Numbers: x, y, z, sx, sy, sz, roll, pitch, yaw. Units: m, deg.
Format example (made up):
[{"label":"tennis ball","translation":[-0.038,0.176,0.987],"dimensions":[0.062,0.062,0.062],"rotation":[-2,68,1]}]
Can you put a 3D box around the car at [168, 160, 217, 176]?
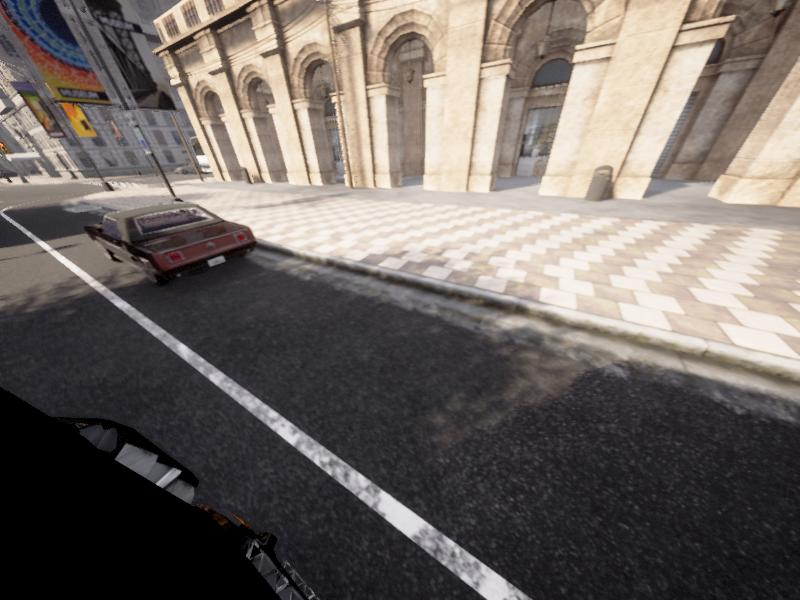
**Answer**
[{"label":"car","translation":[-31.959,-20.514,35.811],"dimensions":[2.152,1.651,5.027],"rotation":[16,38,26]}]

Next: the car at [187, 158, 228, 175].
[{"label":"car","translation":[-28.662,-20.037,34.614],"dimensions":[1.905,1.878,3.866],"rotation":[16,37,26]}]

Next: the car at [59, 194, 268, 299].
[{"label":"car","translation":[-5.765,-1.610,5.635],"dimensions":[4.718,1.301,1.895],"rotation":[16,38,26]}]

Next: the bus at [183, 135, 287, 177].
[{"label":"bus","translation":[-22.078,-20.122,32.132],"dimensions":[3.944,4.253,10.273],"rotation":[17,38,27]}]

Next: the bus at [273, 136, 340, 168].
[{"label":"bus","translation":[-15.885,-26.083,40.716],"dimensions":[3.944,4.253,10.273],"rotation":[16,38,26]}]
